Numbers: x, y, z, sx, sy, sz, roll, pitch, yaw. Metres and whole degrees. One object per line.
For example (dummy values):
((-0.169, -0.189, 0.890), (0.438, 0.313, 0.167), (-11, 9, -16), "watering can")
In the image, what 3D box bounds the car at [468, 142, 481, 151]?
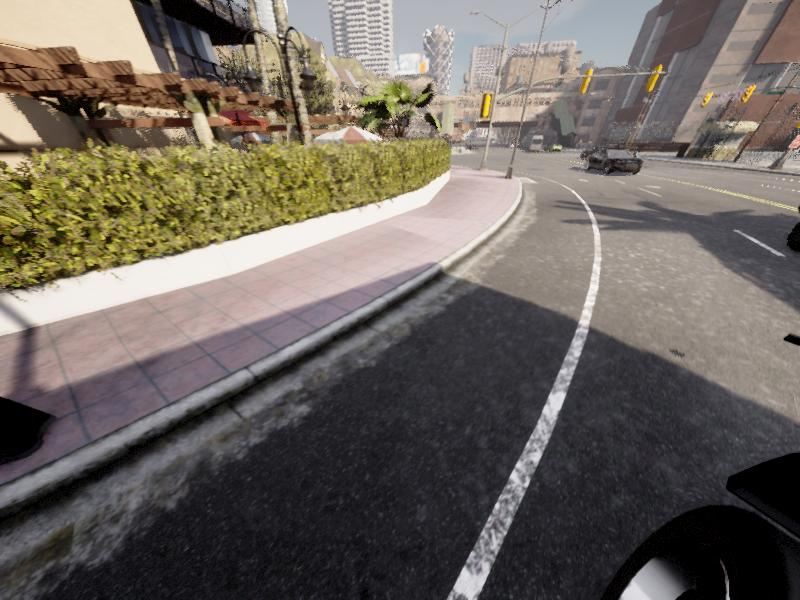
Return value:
((16.977, -35.225, 52.905), (2.097, 1.535, 5.008), (5, 35, 8), "car")

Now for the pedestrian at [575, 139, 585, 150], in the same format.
((36.384, -31.467, 46.704), (0.751, 1.860, 0.751), (5, 35, 8), "pedestrian")

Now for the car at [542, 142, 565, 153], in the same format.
((28.560, -28.539, 43.198), (2.007, 1.525, 4.514), (5, 35, 8), "car")

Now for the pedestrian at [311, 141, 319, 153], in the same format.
((-16.386, -29.635, 44.690), (0.751, 1.860, 0.751), (11, 36, 16), "pedestrian")

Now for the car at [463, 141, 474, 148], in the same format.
((19.764, -44.951, 66.816), (2.231, 1.521, 4.892), (5, 35, 8), "car")

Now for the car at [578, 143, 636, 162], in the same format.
((23.953, -17.322, 27.091), (2.152, 1.651, 5.027), (-2, 35, -2), "car")

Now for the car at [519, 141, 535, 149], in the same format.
((31.515, -38.520, 57.364), (2.033, 1.649, 4.856), (5, 35, 8), "car")

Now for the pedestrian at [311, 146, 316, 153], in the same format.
((-16.625, -28.989, 44.431), (0.500, 1.100, 0.500), (11, 36, 16), "pedestrian")

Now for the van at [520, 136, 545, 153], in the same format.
((25.323, -29.987, 44.425), (1.988, 2.561, 5.915), (5, 35, 8), "van")

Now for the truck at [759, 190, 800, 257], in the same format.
((9.339, -0.767, 3.116), (2.390, 2.098, 6.274), (19, 40, 26), "truck")

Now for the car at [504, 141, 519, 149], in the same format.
((28.176, -39.168, 58.426), (2.242, 1.667, 4.611), (5, 35, 8), "car")

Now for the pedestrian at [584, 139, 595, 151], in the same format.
((35.229, -28.852, 42.970), (0.751, 1.860, 0.751), (0, 35, 1), "pedestrian")

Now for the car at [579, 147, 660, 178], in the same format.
((16.005, -10.471, 17.346), (1.930, 1.638, 5.238), (6, 35, 10), "car")

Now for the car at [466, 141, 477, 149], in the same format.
((17.918, -38.970, 58.043), (2.185, 1.767, 4.553), (5, 35, 8), "car")
